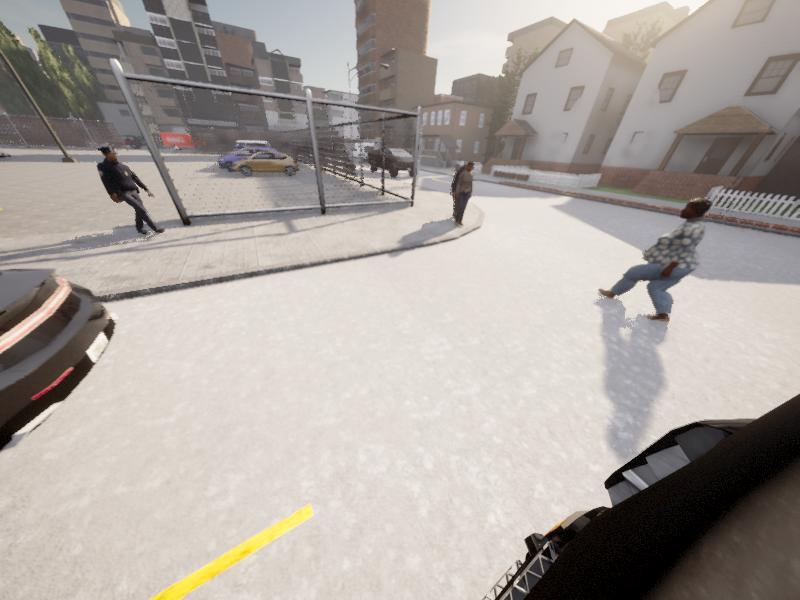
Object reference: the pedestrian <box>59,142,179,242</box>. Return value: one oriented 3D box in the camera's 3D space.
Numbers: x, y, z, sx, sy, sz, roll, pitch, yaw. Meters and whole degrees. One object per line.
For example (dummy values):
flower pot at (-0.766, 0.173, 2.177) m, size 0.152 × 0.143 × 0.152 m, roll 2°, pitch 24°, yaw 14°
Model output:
pedestrian at (-6.046, -2.356, 5.131) m, size 0.751 × 1.860 × 0.751 m, roll 8°, pitch 34°, yaw 8°

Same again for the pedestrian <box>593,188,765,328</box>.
pedestrian at (4.015, -0.611, 3.514) m, size 0.751 × 1.860 × 0.751 m, roll -15°, pitch 38°, yaw -25°

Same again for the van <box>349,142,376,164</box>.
van at (-5.806, -22.540, 35.280) m, size 1.988 × 2.561 × 5.915 m, roll -16°, pitch 38°, yaw -26°

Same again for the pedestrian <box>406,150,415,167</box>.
pedestrian at (1.337, -18.351, 29.921) m, size 0.751 × 1.860 × 0.751 m, roll 30°, pitch 42°, yaw 34°

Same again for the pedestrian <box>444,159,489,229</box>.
pedestrian at (1.993, -3.253, 7.153) m, size 0.751 × 1.860 × 0.751 m, roll -3°, pitch 34°, yaw -10°

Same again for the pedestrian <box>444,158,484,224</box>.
pedestrian at (2.060, -3.579, 7.652) m, size 0.751 × 1.860 × 0.751 m, roll 1°, pitch 34°, yaw -3°

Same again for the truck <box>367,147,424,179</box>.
truck at (-0.682, -12.705, 21.235) m, size 2.390 × 2.098 × 6.274 m, roll -15°, pitch 38°, yaw -26°

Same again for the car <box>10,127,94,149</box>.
car at (-46.675, -21.832, 31.261) m, size 5.566 × 2.045 × 2.150 m, roll -15°, pitch 37°, yaw -26°

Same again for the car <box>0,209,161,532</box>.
car at (-4.855, 0.839, 0.943) m, size 4.902 × 1.511 × 2.128 m, roll -16°, pitch 38°, yaw -26°
